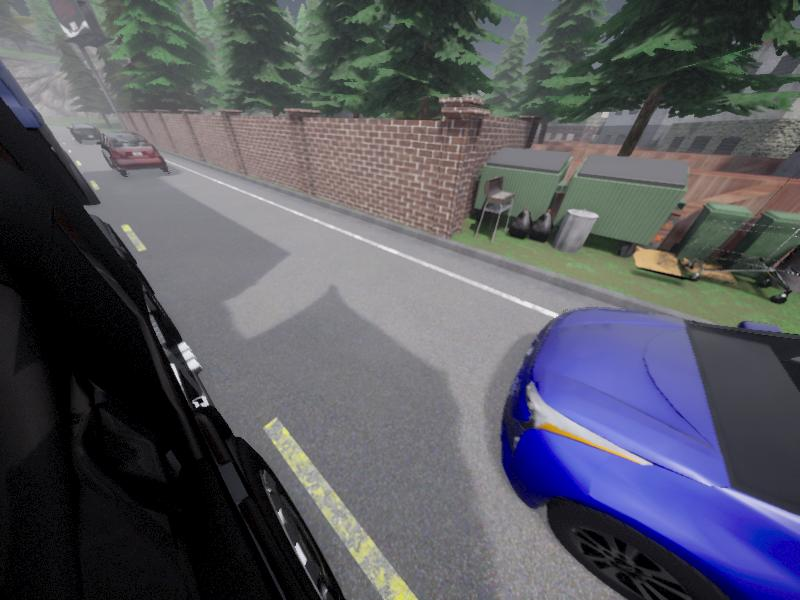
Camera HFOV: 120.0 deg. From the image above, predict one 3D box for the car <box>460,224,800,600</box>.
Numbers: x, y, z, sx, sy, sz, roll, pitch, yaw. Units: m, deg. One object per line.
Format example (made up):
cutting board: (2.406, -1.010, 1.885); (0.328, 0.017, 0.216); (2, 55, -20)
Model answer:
car: (2.879, 1.257, 0.872); (4.514, 1.525, 2.007); (28, 43, 30)

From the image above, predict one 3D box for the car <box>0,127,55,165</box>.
car: (-20.565, -8.245, 12.232); (4.181, 1.385, 1.994); (27, 43, 29)

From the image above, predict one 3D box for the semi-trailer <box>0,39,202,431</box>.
semi-trailer: (-8.727, -3.586, 4.200); (14.254, 4.402, 2.717); (28, 43, 29)

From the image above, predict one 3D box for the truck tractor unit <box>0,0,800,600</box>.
truck tractor unit: (-2.645, -0.295, 0.351); (6.516, 4.208, 3.053); (28, 44, 30)

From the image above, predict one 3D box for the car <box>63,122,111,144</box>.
car: (-28.307, -15.111, 20.867); (4.674, 1.442, 1.812); (28, 43, 30)

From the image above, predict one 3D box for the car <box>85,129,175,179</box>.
car: (-12.544, -6.865, 10.743); (3.705, 1.549, 1.789); (28, 44, 29)
